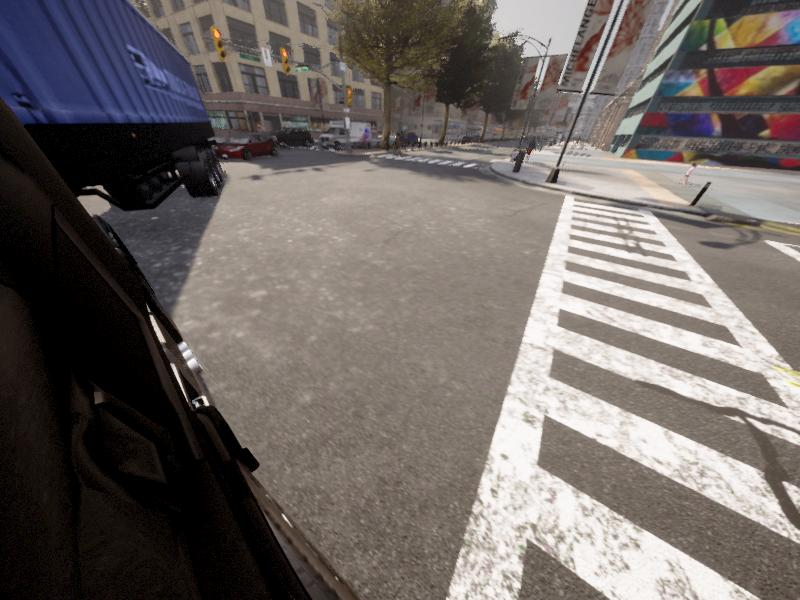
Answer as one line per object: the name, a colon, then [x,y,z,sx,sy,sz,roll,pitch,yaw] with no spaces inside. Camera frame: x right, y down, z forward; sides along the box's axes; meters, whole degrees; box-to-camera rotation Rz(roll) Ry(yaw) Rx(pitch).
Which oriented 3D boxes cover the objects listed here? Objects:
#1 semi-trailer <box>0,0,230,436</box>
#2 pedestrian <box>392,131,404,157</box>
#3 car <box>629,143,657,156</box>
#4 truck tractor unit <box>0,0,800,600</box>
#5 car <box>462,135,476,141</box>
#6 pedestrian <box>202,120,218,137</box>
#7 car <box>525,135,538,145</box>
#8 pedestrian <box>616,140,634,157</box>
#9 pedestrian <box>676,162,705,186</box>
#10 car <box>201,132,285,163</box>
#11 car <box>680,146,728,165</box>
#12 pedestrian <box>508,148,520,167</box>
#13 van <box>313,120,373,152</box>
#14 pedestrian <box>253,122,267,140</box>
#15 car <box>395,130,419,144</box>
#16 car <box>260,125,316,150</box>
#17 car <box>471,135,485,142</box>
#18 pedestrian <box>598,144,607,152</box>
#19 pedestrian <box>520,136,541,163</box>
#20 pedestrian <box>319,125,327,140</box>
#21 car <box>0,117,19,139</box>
semi-trailer: [-6.876,-4.427,5.441,2.717,4.402,14.254,-16,41,-23]
pedestrian: [-0.181,-14.126,20.961,0.751,1.860,0.751,27,43,29]
car: [40.279,-25.121,38.452,2.161,1.482,4.786,22,41,24]
truck tractor unit: [-2.645,-0.295,0.351,6.516,4.208,3.053,28,44,30]
car: [18.478,-43.426,61.876,1.895,1.301,4.718,22,41,24]
pedestrian: [-25.316,-22.832,30.764,0.751,1.860,0.751,21,41,23]
car: [33.085,-40.237,58.058,1.932,1.855,4.605,22,41,24]
pedestrian: [29.398,-19.793,30.199,0.751,1.860,0.751,12,38,12]
pedestrian: [16.079,-6.977,12.804,0.500,1.100,0.500,29,44,31]
car: [-10.619,-10.806,16.210,2.163,1.488,4.792,7,37,6]
car: [37.583,-18.053,28.752,2.128,1.511,4.902,22,41,24]
pedestrian: [8.400,-10.516,17.054,0.500,1.100,0.500,16,39,17]
van: [-5.798,-17.654,24.893,2.351,2.431,6.366,22,41,24]
pedestrian: [-17.917,-21.597,29.580,0.751,1.860,0.751,16,39,17]
car: [1.247,-27.827,39.489,2.097,1.767,4.553,22,41,24]
car: [-11.332,-16.773,23.819,1.932,1.855,4.605,27,43,28]
car: [19.589,-40.579,58.017,1.812,1.442,4.674,22,41,24]
pedestrian: [34.551,-25.997,39.441,0.500,1.100,0.500,7,37,5]
pedestrian: [10.957,-12.625,19.405,0.751,1.860,0.751,31,45,32]
pedestrian: [-12.276,-26.729,36.809,0.751,1.860,0.751,25,42,27]
car: [-38.080,-16.046,21.432,5.008,1.535,1.882,22,41,24]
